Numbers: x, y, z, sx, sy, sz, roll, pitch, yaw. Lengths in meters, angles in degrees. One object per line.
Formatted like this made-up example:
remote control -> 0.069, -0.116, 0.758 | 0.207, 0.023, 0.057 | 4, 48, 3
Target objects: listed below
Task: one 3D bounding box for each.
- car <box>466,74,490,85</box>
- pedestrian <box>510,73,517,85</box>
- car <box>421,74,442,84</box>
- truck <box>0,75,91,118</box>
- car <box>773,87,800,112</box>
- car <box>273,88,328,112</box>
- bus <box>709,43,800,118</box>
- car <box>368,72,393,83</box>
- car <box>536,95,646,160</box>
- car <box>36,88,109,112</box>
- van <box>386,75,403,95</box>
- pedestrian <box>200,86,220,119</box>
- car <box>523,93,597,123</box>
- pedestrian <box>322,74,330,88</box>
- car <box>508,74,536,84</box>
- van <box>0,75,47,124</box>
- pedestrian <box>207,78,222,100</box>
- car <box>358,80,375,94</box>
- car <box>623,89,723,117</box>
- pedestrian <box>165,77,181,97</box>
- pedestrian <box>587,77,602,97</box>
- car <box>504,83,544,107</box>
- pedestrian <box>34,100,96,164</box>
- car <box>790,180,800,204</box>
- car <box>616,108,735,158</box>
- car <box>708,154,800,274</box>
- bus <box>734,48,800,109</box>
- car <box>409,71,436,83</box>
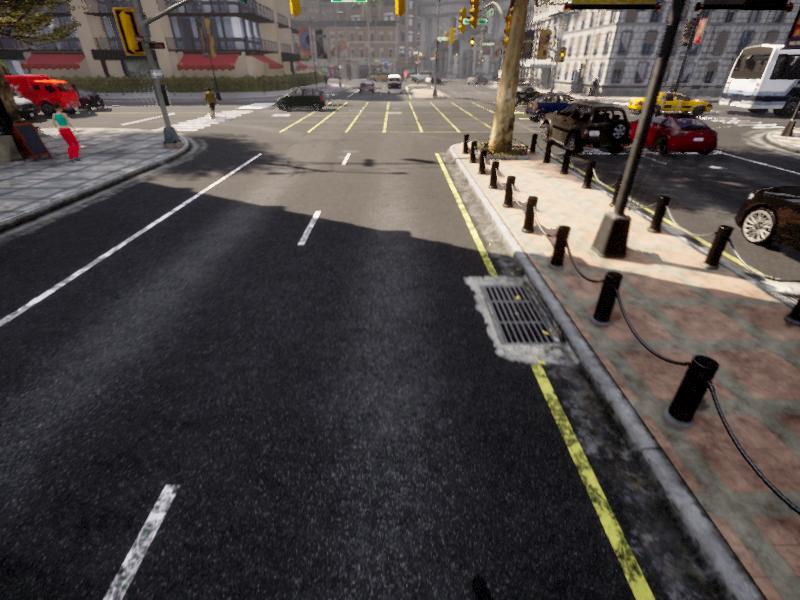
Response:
car -> 14.576, -41.245, 74.871 | 2.152, 1.651, 5.027 | 21, 37, 32
pedestrian -> 19.388, -37.827, 68.453 | 0.751, 1.860, 0.751 | 1, 30, 1
car -> 6.056, -42.494, 77.025 | 2.038, 1.542, 4.974 | -12, 32, -19
truck -> -25.123, -13.959, 27.367 | 5.204, 2.467, 2.627 | 0, 30, -1
car -> 32.320, -15.757, 31.363 | 3.988, 1.617, 1.851 | 0, 30, -1
car -> -7.607, -15.457, 30.848 | 3.705, 1.549, 1.789 | -1, 30, -1
bus -> 28.657, -15.166, 27.729 | 10.273, 4.253, 3.944 | 0, 30, -1
car -> -4.042, -46.210, 83.081 | 4.605, 1.855, 1.932 | 9, 32, 15
car -> 7.553, -7.237, 16.514 | 1.932, 1.855, 4.605 | -2, 31, -4
car -> -24.968, -15.307, 30.602 | 3.633, 1.501, 1.845 | 0, 30, -1
van -> -0.649, -27.094, 50.262 | 2.069, 2.038, 4.480 | 0, 30, -1
pedestrian -> -12.320, -12.830, 26.008 | 0.751, 1.860, 0.751 | -9, 31, -15
car -> 9.926, -12.042, 25.037 | 3.705, 1.549, 1.789 | 0, 30, -1
pedestrian -> -11.014, -32.567, 59.429 | 0.751, 1.860, 0.751 | 4, 31, 7
car -> 23.765, -43.163, 78.245 | 4.611, 1.667, 2.242 | 0, 30, 0
van -> -25.778, -12.212, 24.312 | 5.915, 2.561, 1.988 | -1, 30, -2
pedestrian -> -17.911, -20.465, 38.745 | 0.751, 1.860, 0.751 | -2, 30, -3
car -> -4.160, -27.132, 50.913 | 1.812, 1.442, 4.674 | 0, 30, 0
car -> 19.152, -13.947, 28.281 | 5.366, 1.575, 1.801 | 1, 30, 2
pedestrian -> -23.621, -22.187, 41.680 | 0.751, 1.860, 0.751 | -1, 30, -2
pedestrian -> 20.456, -22.392, 42.083 | 0.751, 1.860, 0.751 | -4, 31, -7
car -> 11.000, -18.470, 35.937 | 1.930, 1.638, 5.238 | 0, 30, 0
pedestrian -> -11.127, -5.597, 13.352 | 0.751, 1.860, 0.751 | -1, 30, -1
car -> 11.304, -2.128, 8.028 | 2.033, 1.649, 4.856 | 0, 30, 0
car -> 11.208, -7.082, 16.752 | 1.994, 1.385, 4.181 | 0, 30, 0
car -> 7.820, -1.027, 6.264 | 2.128, 1.511, 4.902 | 0, 30, 0
bus -> 35.573, -18.624, 33.648 | 10.273, 4.253, 3.944 | 0, 30, -1
car -> 4.632, -46.919, 84.141 | 5.566, 2.045, 2.150 | 0, 30, 0
